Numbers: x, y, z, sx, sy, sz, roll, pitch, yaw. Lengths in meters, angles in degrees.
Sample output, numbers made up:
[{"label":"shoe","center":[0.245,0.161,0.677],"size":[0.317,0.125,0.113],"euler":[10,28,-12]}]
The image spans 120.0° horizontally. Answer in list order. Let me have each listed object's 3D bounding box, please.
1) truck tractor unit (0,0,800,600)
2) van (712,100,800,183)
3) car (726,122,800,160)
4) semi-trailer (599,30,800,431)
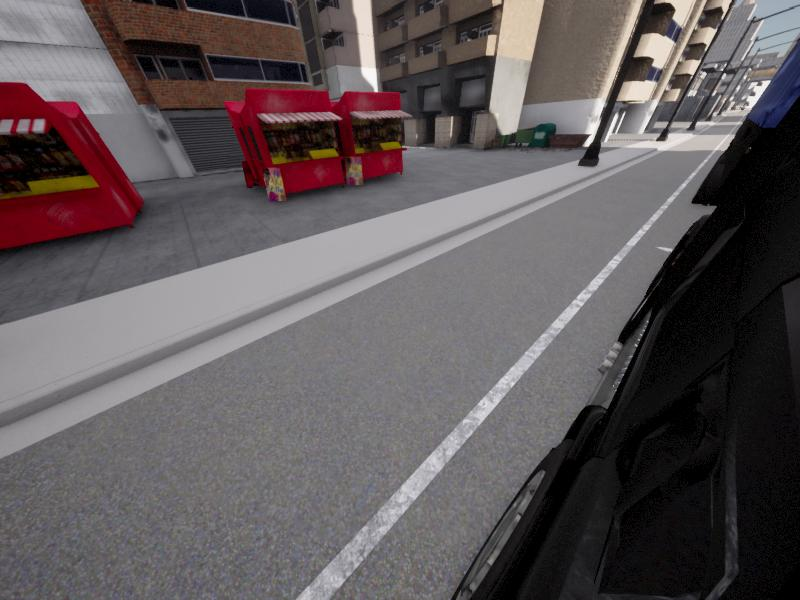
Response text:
[{"label":"truck tractor unit","center":[2.645,-0.295,0.351],"size":[6.516,4.208,3.053],"euler":[-28,44,-30]},{"label":"van","center":[16.398,-6.997,9.961],"size":[6.366,2.431,2.351],"euler":[-28,44,-30]},{"label":"car","center":[22.054,-9.672,13.943],"size":[4.902,1.511,2.128],"euler":[-28,44,-30]},{"label":"semi-trailer","center":[8.635,-3.647,4.289],"size":[14.254,4.402,2.717],"euler":[-29,44,-30]}]
